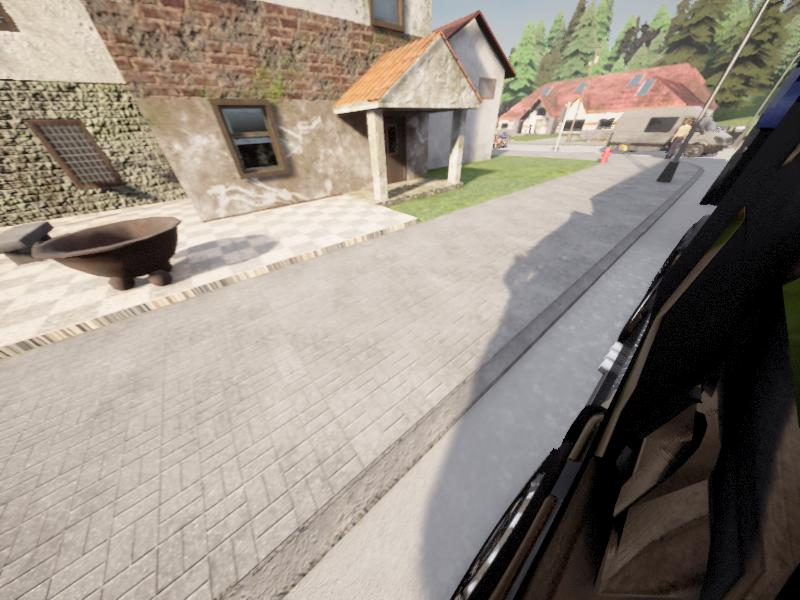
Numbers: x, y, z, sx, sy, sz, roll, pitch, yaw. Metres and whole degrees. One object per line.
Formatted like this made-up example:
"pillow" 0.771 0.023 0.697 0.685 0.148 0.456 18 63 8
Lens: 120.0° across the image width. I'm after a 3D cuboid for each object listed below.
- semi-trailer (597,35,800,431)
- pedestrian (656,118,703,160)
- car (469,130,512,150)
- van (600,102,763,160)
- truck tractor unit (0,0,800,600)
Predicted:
"semi-trailer" 8.732 -3.579 4.199 14.254 4.402 2.717 -28 43 -29
"pedestrian" 15.575 -8.997 12.950 0.751 1.860 0.751 10 38 16
"car" 9.459 -16.898 24.400 1.789 1.549 3.705 -27 43 -29
"van" 17.555 -10.977 15.123 1.988 2.561 5.915 -20 40 -22
"truck tractor unit" 2.645 -0.295 0.351 6.516 4.208 3.053 -28 44 -30
